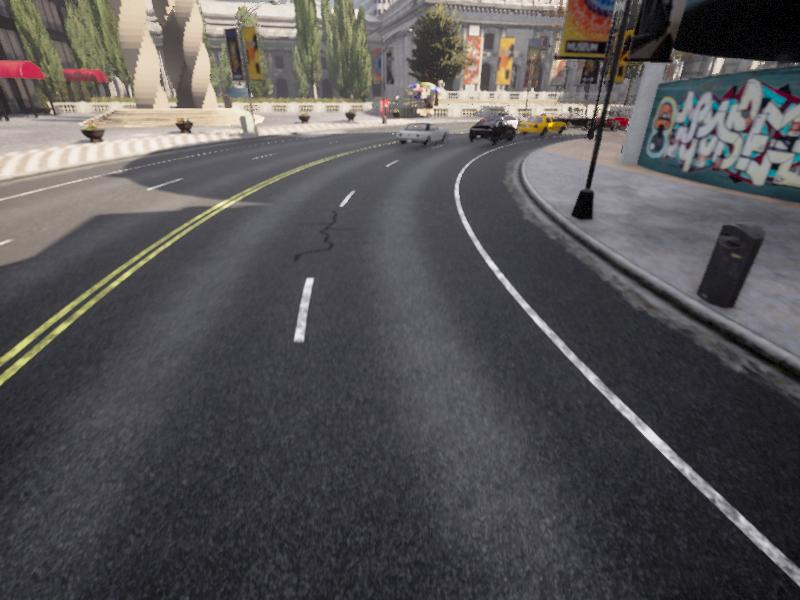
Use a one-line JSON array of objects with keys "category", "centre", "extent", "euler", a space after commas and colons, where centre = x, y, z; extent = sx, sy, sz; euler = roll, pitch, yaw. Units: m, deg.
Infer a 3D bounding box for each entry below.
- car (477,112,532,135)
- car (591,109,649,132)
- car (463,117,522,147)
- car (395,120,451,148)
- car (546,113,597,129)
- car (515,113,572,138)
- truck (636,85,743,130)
[{"category": "car", "centre": [9.036, -15.305, 34.537], "extent": [4.974, 1.542, 2.038], "euler": [-24, 36, -38]}, {"category": "car", "centre": [20.553, -16.880, 37.466], "extent": [4.553, 1.767, 2.097], "euler": [-12, 30, -23]}, {"category": "car", "centre": [6.338, -11.490, 27.155], "extent": [2.128, 1.511, 4.902], "euler": [17, 32, 29]}, {"category": "car", "centre": [1.609, -10.986, 26.340], "extent": [1.895, 1.301, 4.718], "euler": [14, 30, 24]}, {"category": "car", "centre": [16.985, -17.734, 39.592], "extent": [4.718, 1.301, 1.895], "euler": [-14, 31, -25]}, {"category": "car", "centre": [11.738, -14.308, 32.599], "extent": [5.366, 1.575, 1.801], "euler": [-23, 36, -38]}, {"category": "truck", "centre": [28.433, -18.999, 39.475], "extent": [8.468, 3.827, 2.891], "euler": [-7, 28, -14]}]
